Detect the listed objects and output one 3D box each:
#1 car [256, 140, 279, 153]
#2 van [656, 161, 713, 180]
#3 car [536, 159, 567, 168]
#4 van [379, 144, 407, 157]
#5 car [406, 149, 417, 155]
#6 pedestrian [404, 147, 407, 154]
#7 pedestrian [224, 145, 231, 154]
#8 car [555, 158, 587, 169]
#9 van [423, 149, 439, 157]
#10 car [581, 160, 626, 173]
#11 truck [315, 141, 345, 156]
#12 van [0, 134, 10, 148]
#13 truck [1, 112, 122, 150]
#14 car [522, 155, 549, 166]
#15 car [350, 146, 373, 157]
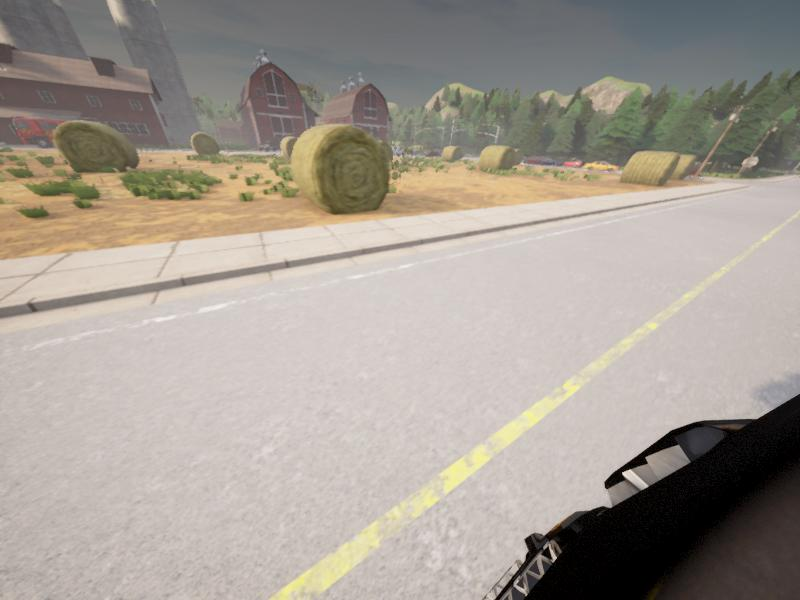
[{"bbox_3d":[-27.952,-32.527,48.934,1.905,1.878,3.866,14,37,7],"label":"car"},{"bbox_3d":[40.431,-18.522,32.991,1.775,1.987,4.442,-18,39,-28],"label":"van"},{"bbox_3d":[30.200,-27.333,46.146,1.895,1.301,4.718,-18,39,-28],"label":"car"},{"bbox_3d":[-1.740,-36.405,56.425,6.366,2.431,2.351,-19,39,-29],"label":"van"},{"bbox_3d":[4.040,-50.744,79.270,1.789,1.549,3.705,-18,39,-28],"label":"car"},{"bbox_3d":[1.788,-48.734,75.501,0.751,1.860,0.751,-25,43,-35],"label":"pedestrian"},{"bbox_3d":[-27.367,-23.862,36.612,0.500,1.100,0.500,-16,38,-26],"label":"pedestrian"},{"bbox_3d":[34.257,-27.391,46.314,2.007,1.525,4.514,-18,39,-28],"label":"car"},{"bbox_3d":[8.925,-42.165,66.279,4.442,1.987,1.775,-19,39,-29],"label":"van"},{"bbox_3d":[35.056,-23.134,39.912,1.801,1.575,5.366,-18,39,-28],"label":"car"},{"bbox_3d":[-14.711,-32.014,48.868,5.204,2.467,2.627,-19,39,-29],"label":"truck"},{"bbox_3d":[-54.644,-20.639,29.279,4.480,2.038,2.069,-18,39,-29],"label":"van"},{"bbox_3d":[-47.354,-23.840,33.007,8.468,3.827,2.891,-19,39,-29],"label":"truck"},{"bbox_3d":[30.138,-31.171,51.474,2.097,1.767,4.553,-18,39,-28],"label":"car"},{"bbox_3d":[-8.728,-33.802,52.526,4.605,1.855,1.932,-19,39,-29],"label":"car"}]
